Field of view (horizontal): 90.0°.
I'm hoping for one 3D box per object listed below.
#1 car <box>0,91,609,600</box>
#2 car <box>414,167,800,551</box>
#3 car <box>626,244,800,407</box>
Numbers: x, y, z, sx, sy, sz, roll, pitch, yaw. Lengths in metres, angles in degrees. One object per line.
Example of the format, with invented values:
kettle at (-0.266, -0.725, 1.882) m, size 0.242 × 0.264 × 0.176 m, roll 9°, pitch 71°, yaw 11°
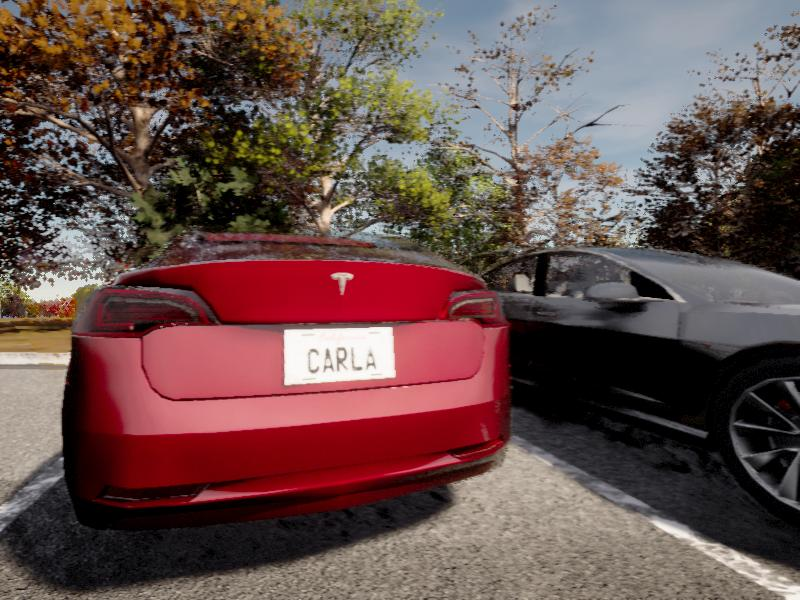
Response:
car at (-0.978, 0.258, 3.525) m, size 2.163 × 1.488 × 4.792 m, roll 0°, pitch -1°, yaw -20°
car at (2.016, 0.258, 3.462) m, size 2.163 × 1.488 × 4.792 m, roll 1°, pitch -1°, yaw -20°
car at (4.961, 0.229, 3.496) m, size 2.097 × 1.535 × 5.008 m, roll 0°, pitch -1°, yaw -20°
